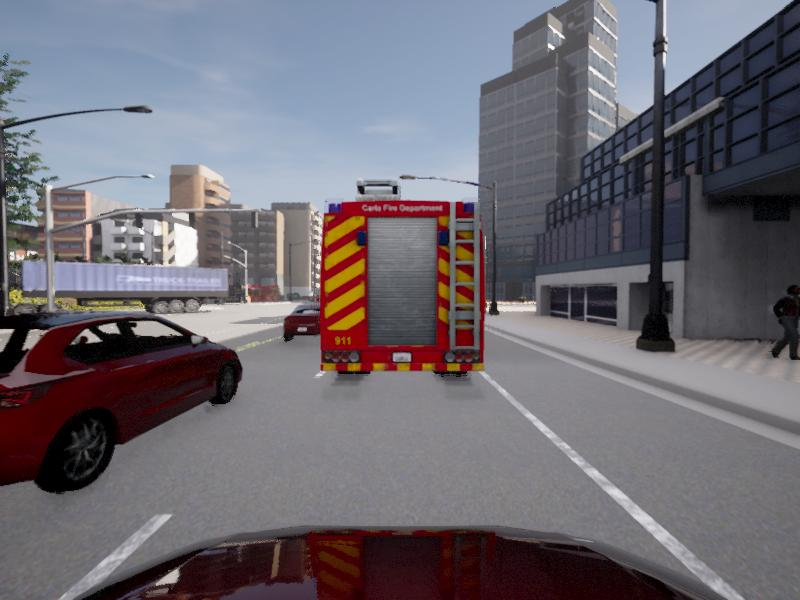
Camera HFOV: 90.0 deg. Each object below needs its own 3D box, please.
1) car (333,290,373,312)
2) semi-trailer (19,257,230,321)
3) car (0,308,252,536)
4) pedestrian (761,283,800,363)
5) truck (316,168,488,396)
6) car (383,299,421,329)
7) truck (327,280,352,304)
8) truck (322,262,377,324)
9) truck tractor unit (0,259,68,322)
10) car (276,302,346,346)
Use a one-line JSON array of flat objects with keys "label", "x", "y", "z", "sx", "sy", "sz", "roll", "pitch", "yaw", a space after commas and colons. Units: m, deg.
[{"label": "car", "x": -4.952, "y": 0.081, "z": 41.146, "sx": 2.150, "sy": 2.045, "sz": 5.566, "roll": 1, "pitch": 1, "yaw": -29}, {"label": "semi-trailer", "x": -22.078, "y": -0.918, "z": 33.611, "sx": 14.254, "sy": 4.402, "sz": 2.717, "roll": -2, "pitch": 2, "yaw": -45}, {"label": "car", "x": -3.479, "y": 0.863, "z": 4.808, "sx": 1.816, "sy": 1.474, "sz": 4.193, "roll": 0, "pitch": 0, "yaw": 0}, {"label": "pedestrian", "x": 9.413, "y": 0.519, "z": 9.620, "sx": 0.751, "sy": 1.860, "sz": 0.751, "roll": 0, "pitch": 2, "yaw": -10}, {"label": "truck", "x": 0.060, "y": -0.311, "z": 10.948, "sx": 2.891, "sy": 3.827, "sz": 8.468, "roll": 0, "pitch": 0, "yaw": 0}, {"label": "car", "x": 0.122, "y": 0.725, "z": 23.612, "sx": 2.038, "sy": 1.542, "sz": 4.974, "roll": 0, "pitch": 1, "yaw": 0}, {"label": "truck", "x": -10.175, "y": -1.403, "z": 68.241, "sx": 2.891, "sy": 3.827, "sz": 8.468, "roll": 0, "pitch": 1, "yaw": 0}, {"label": "truck", "x": -3.368, "y": -0.539, "z": 29.011, "sx": 2.891, "sy": 3.827, "sz": 8.468, "roll": 0, "pitch": 1, "yaw": 1}, {"label": "truck tractor unit", "x": -27.691, "y": -0.662, "z": 28.033, "sx": 6.516, "sy": 4.208, "sz": 3.053, "roll": -1, "pitch": 2, "yaw": -45}, {"label": "car", "x": -3.427, "y": 0.849, "z": 16.391, "sx": 1.812, "sy": 1.442, "sz": 4.674, "roll": 0, "pitch": 1, "yaw": 0}]
